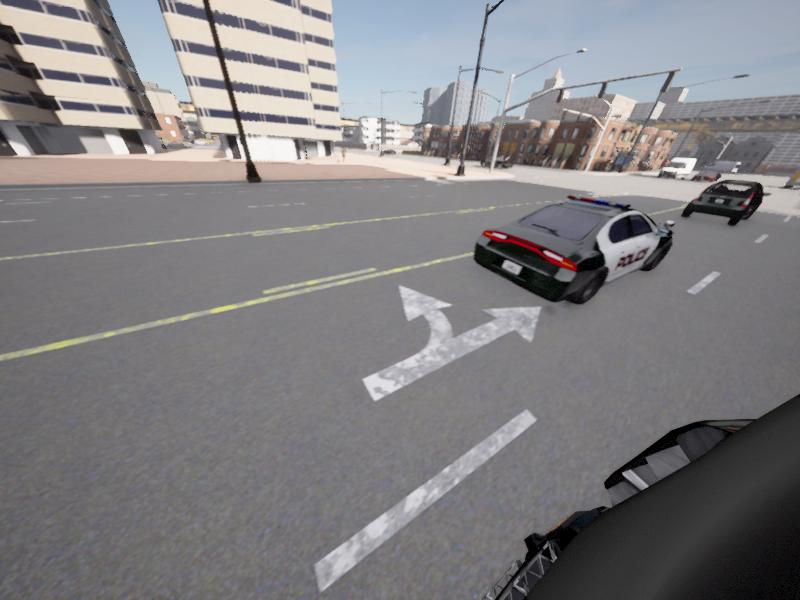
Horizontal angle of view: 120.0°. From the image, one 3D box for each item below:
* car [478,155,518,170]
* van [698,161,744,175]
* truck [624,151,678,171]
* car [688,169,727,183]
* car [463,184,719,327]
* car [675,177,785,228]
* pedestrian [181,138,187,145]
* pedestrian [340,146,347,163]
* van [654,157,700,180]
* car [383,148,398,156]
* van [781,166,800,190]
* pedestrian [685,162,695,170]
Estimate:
[{"bbox_3d":[14.565,-20.722,34.760,1.930,1.638,5.238,-16,38,-26],"label":"car"},{"bbox_3d":[79.459,-32.953,57.439,1.988,2.561,5.915,-6,35,-15],"label":"van"},{"bbox_3d":[65.489,-36.595,60.651,2.891,3.827,8.468,-16,38,-26],"label":"truck"},{"bbox_3d":[40.526,-16.304,30.408,4.181,1.385,1.994,-16,38,-26],"label":"car"},{"bbox_3d":[4.077,-1.379,4.981,4.974,1.542,2.038,-17,38,-25],"label":"car"},{"bbox_3d":[15.127,-4.609,10.618,3.988,1.617,1.851,-16,38,-26],"label":"car"},{"bbox_3d":[-66.293,-48.663,70.930,0.751,1.860,0.751,26,40,31],"label":"pedestrian"},{"bbox_3d":[-7.745,-19.903,31.634,0.751,1.860,0.751,-6,35,-13],"label":"pedestrian"},{"bbox_3d":[39.531,-18.747,32.944,5.915,2.561,1.988,-16,38,-26],"label":"van"},{"bbox_3d":[-2.781,-41.445,64.657,2.128,1.511,4.902,-16,38,-26],"label":"car"},{"bbox_3d":[49.540,-14.814,27.921,6.366,2.431,2.351,-16,38,-27],"label":"van"},{"bbox_3d":[84.180,-38.860,66.981,0.751,1.860,0.751,-6,35,-13],"label":"pedestrian"}]
